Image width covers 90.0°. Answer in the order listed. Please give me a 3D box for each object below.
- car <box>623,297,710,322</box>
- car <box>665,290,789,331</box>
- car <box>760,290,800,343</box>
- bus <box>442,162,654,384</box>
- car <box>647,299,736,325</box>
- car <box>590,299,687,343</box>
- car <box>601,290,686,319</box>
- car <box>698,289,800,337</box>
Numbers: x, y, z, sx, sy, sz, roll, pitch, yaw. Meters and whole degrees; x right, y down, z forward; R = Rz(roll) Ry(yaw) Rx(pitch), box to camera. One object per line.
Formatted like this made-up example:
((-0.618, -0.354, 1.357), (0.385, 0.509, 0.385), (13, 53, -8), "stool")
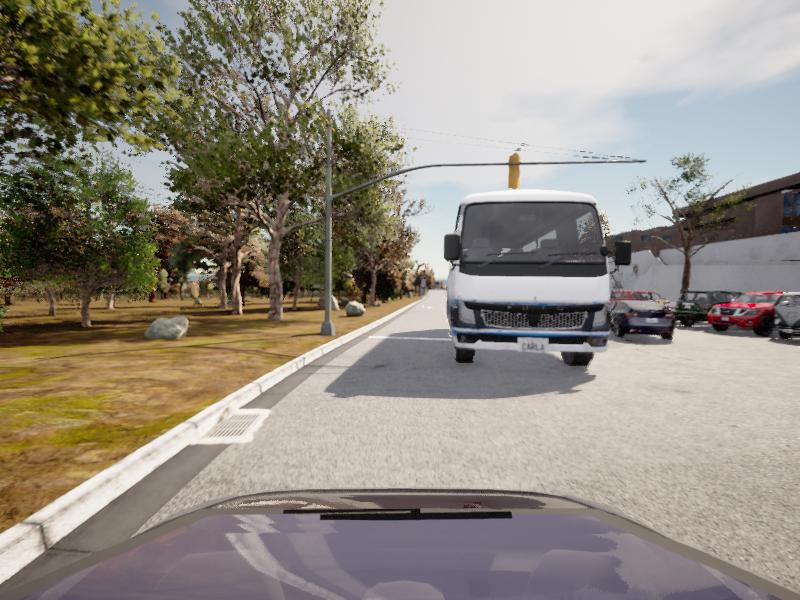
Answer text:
((18.800, 0.652, 28.249), (5.366, 1.575, 1.946), (2, 1, -15), "car")
((18.088, 0.534, 22.221), (5.566, 2.045, 2.435), (1, 1, -15), "car")
((17.351, 0.690, 16.193), (4.442, 1.987, 1.878), (2, 2, -14), "car")
((3.373, -0.649, 12.974), (3.944, 4.253, 10.273), (1, 1, 6), "bus")
((18.333, 0.757, 25.213), (4.674, 1.452, 2.002), (2, 1, -15), "car")
((9.935, 0.769, 17.180), (2.163, 1.488, 4.792), (1, 1, 13), "car")
((18.932, 0.333, 31.193), (5.566, 2.045, 2.435), (1, 1, -15), "car")
((17.741, 0.600, 19.205), (5.566, 2.045, 2.435), (2, 2, -14), "car")
